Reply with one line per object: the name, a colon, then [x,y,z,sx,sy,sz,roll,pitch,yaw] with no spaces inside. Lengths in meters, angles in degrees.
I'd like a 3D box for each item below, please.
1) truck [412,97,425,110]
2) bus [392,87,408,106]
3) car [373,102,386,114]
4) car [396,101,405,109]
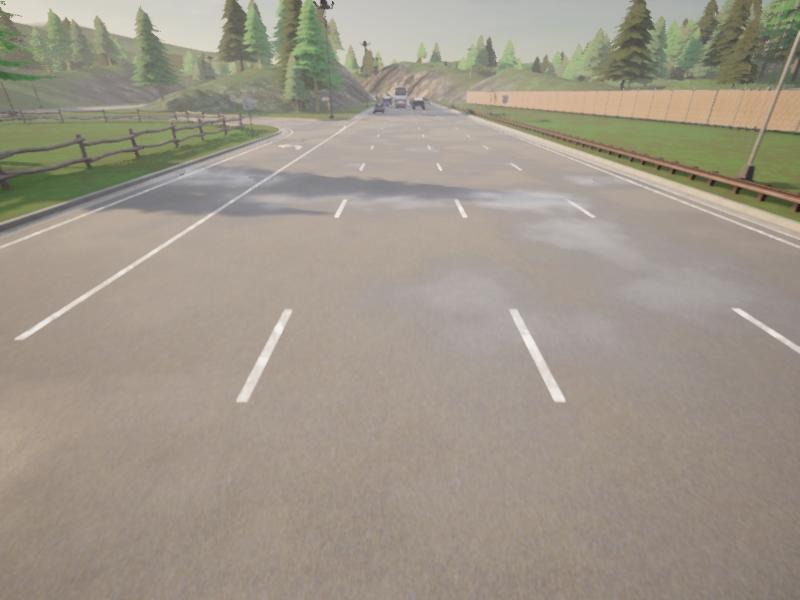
truck: [3.630,-39.299,79.962,2.390,2.098,6.274,0,27,0]
bus: [0.063,-51.855,101.805,3.944,4.253,10.273,0,27,0]
car: [-3.390,-31.723,65.987,1.851,1.617,3.988,0,27,0]
car: [0.135,-40.795,83.555,1.812,1.442,4.674,0,27,0]
